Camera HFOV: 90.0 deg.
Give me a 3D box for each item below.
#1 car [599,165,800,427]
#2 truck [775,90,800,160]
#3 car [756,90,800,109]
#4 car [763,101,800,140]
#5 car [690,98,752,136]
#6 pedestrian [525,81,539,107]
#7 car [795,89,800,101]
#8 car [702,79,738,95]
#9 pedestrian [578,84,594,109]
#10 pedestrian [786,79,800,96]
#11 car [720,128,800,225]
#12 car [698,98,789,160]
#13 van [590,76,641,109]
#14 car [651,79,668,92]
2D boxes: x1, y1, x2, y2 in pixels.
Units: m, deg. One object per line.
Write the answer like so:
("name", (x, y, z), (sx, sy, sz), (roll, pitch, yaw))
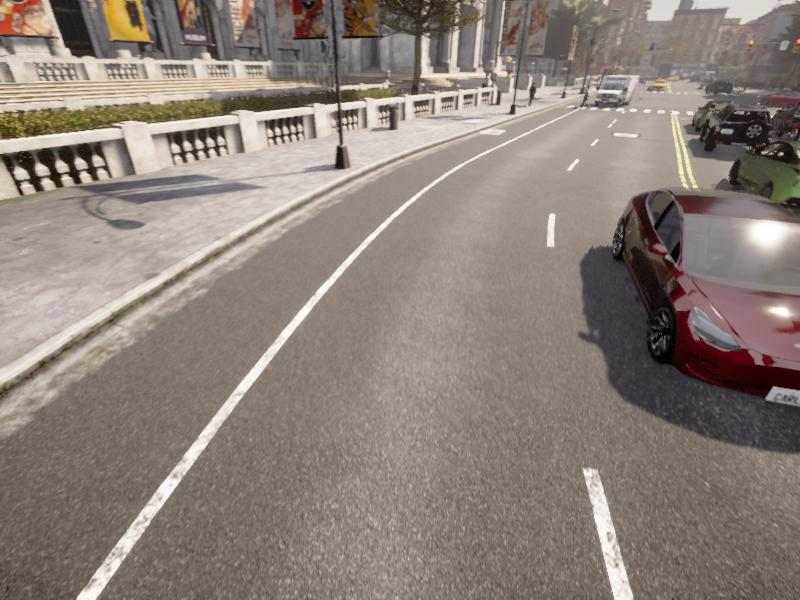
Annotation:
("car", (4.440, -0.570, 5.608), (2.163, 1.488, 4.792), (9, 31, 14))
("truck", (17.760, -7.025, 15.914), (2.627, 2.467, 5.204), (16, 34, 25))
("car", (36.521, -18.791, 37.472), (1.994, 1.385, 4.181), (-23, 37, -34))
("car", (21.082, -9.556, 21.210), (1.789, 1.549, 3.705), (16, 34, 25))
("car", (18.123, -10.526, 22.839), (2.007, 1.525, 4.514), (17, 34, 25))
("pedestrian", (11.073, -17.274, 33.558), (0.751, 1.860, 0.751), (15, 33, 23))
("car", (48.650, -23.683, 45.641), (4.553, 1.767, 2.097), (20, 35, 29))
("car", (44.305, -29.575, 55.543), (1.932, 1.855, 4.605), (6, 30, 12))
("pedestrian", (15.828, -17.312, 34.015), (0.751, 1.860, 0.751), (15, 33, 23))
("pedestrian", (50.860, -27.337, 51.514), (0.751, 1.860, 0.751), (-10, 32, -17))
("car", (10.306, -3.320, 10.374), (2.007, 1.525, 4.514), (14, 33, 21))
("car", (14.539, -7.520, 17.285), (1.932, 1.855, 4.605), (16, 34, 25))
("van", (19.906, -19.219, 36.838), (2.351, 2.431, 6.366), (22, 36, 32))
("car", (41.470, -34.334, 63.964), (1.882, 1.535, 5.008), (17, 34, 25))
